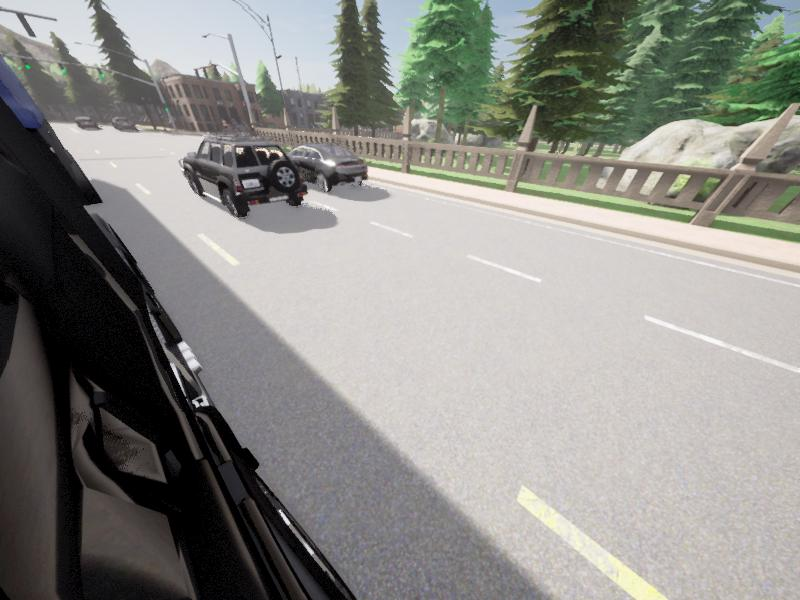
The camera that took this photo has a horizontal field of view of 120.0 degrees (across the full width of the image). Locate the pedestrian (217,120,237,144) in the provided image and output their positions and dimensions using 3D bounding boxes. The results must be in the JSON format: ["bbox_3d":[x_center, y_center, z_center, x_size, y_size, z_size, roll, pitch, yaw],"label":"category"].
[{"bbox_3d":[-17.031,-16.610,22.799,0.751,1.860,0.751,13,38,13],"label":"pedestrian"}]

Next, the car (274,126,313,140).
[{"bbox_3d":[-15.636,-24.658,34.215,1.837,1.490,4.892,28,43,30],"label":"car"}]

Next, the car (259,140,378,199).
[{"bbox_3d":[-3.466,-5.715,9.783,4.902,1.511,2.128,27,43,29],"label":"car"}]

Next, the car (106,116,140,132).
[{"bbox_3d":[-41.875,-26.606,34.893,4.611,1.667,2.242,28,44,29],"label":"car"}]

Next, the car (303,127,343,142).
[{"bbox_3d":[-11.276,-24.426,34.079,1.930,1.638,5.238,28,43,30],"label":"car"}]

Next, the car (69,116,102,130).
[{"bbox_3d":[-47.282,-26.632,34.720,4.792,1.488,2.163,27,43,29],"label":"car"}]

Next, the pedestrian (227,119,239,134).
[{"bbox_3d":[-27.469,-28.568,38.027,0.751,1.860,0.751,17,39,18],"label":"pedestrian"}]

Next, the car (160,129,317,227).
[{"bbox_3d":[-4.900,-3.942,7.016,4.605,1.855,1.932,27,43,29],"label":"car"}]

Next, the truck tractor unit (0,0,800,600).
[{"bbox_3d":[-2.645,-0.295,0.351,6.516,4.208,3.053,28,44,30],"label":"truck tractor unit"}]

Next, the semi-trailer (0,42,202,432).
[{"bbox_3d":[-8.696,-3.617,4.215,14.254,4.402,2.717,28,44,30],"label":"semi-trailer"}]
